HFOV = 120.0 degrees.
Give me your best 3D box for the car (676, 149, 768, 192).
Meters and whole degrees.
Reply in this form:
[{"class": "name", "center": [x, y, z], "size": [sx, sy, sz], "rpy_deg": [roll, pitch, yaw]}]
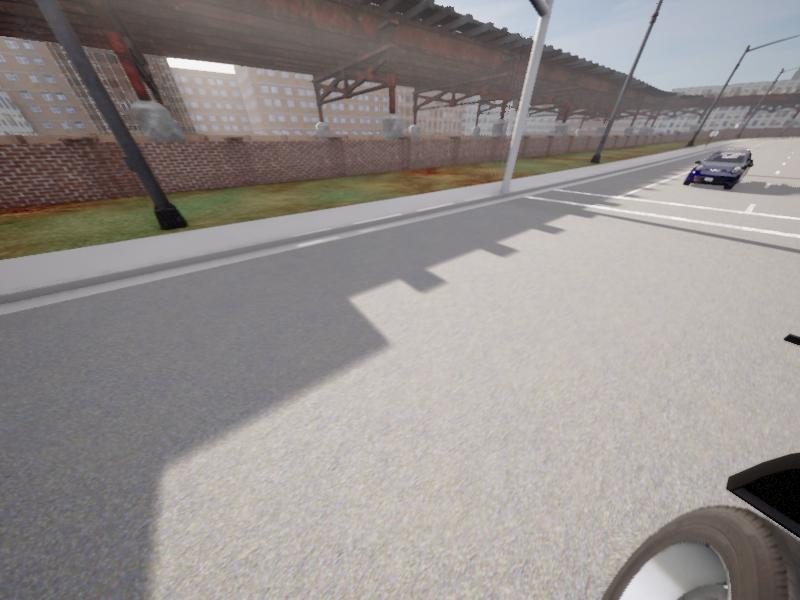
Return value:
[{"class": "car", "center": [16.193, -6.633, 11.645], "size": [3.633, 1.501, 1.845], "rpy_deg": [-23, 41, -27]}]
